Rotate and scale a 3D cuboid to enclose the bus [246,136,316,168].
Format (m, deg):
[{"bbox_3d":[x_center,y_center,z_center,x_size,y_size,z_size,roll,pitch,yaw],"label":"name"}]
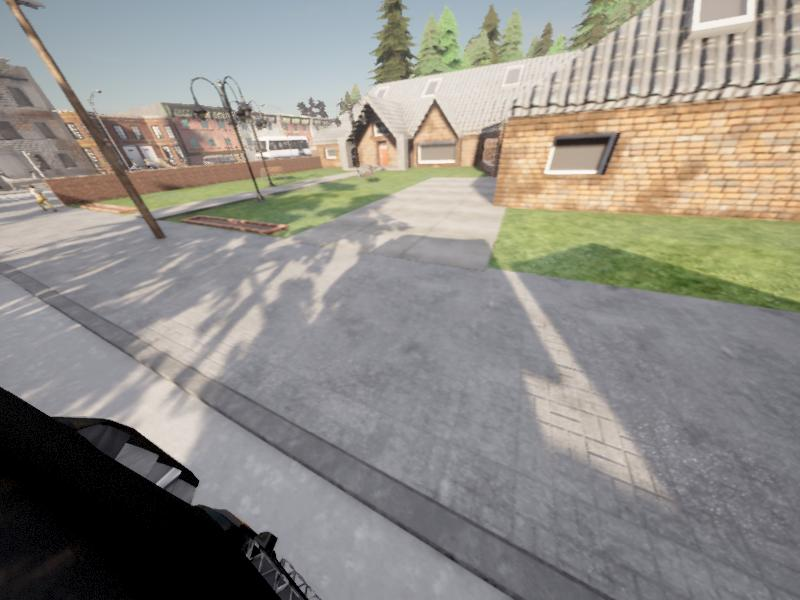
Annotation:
[{"bbox_3d":[-20.539,-26.507,41.090,3.944,4.253,10.273,13,37,22],"label":"bus"}]

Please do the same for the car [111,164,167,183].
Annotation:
[{"bbox_3d":[-29.570,-14.421,26.317,1.845,1.501,3.633,13,37,22],"label":"car"}]

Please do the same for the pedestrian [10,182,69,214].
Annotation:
[{"bbox_3d":[-17.774,-5.070,11.447,0.751,1.300,0.751,-6,34,-5],"label":"pedestrian"}]

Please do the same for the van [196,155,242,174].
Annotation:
[{"bbox_3d":[-25.676,-19.400,32.987,1.775,1.987,4.442,13,37,22],"label":"van"}]

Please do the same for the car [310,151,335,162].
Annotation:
[{"bbox_3d":[-16.382,-30.573,49.102,2.242,1.667,4.611,13,37,22],"label":"car"}]
